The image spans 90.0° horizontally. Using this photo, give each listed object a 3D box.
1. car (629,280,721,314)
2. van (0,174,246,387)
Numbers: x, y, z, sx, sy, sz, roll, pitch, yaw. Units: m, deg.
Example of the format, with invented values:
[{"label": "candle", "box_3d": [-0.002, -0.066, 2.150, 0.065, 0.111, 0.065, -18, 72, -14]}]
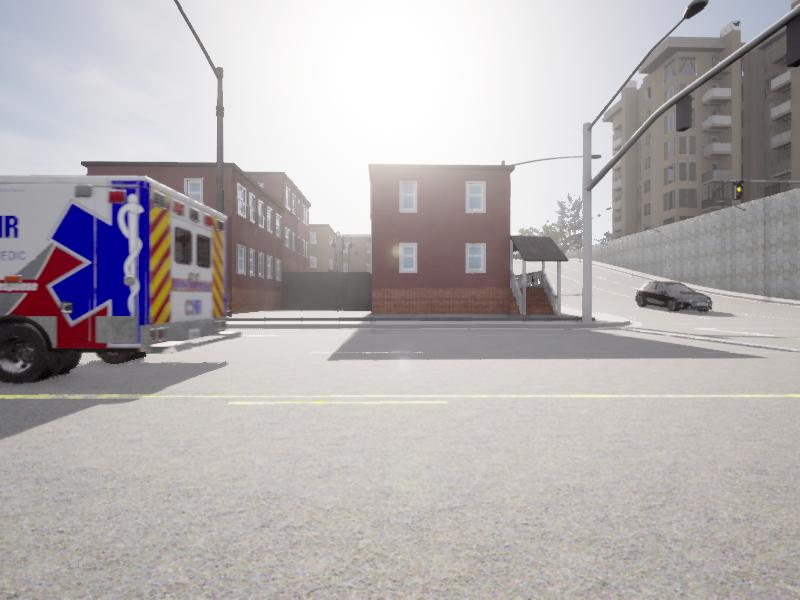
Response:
[{"label": "car", "box_3d": [16.117, -0.256, 23.853, 2.033, 1.649, 4.856, 0, 5, 0]}, {"label": "van", "box_3d": [-5.841, -0.222, 5.713, 6.366, 2.431, 2.351, 0, 0, -1]}]
